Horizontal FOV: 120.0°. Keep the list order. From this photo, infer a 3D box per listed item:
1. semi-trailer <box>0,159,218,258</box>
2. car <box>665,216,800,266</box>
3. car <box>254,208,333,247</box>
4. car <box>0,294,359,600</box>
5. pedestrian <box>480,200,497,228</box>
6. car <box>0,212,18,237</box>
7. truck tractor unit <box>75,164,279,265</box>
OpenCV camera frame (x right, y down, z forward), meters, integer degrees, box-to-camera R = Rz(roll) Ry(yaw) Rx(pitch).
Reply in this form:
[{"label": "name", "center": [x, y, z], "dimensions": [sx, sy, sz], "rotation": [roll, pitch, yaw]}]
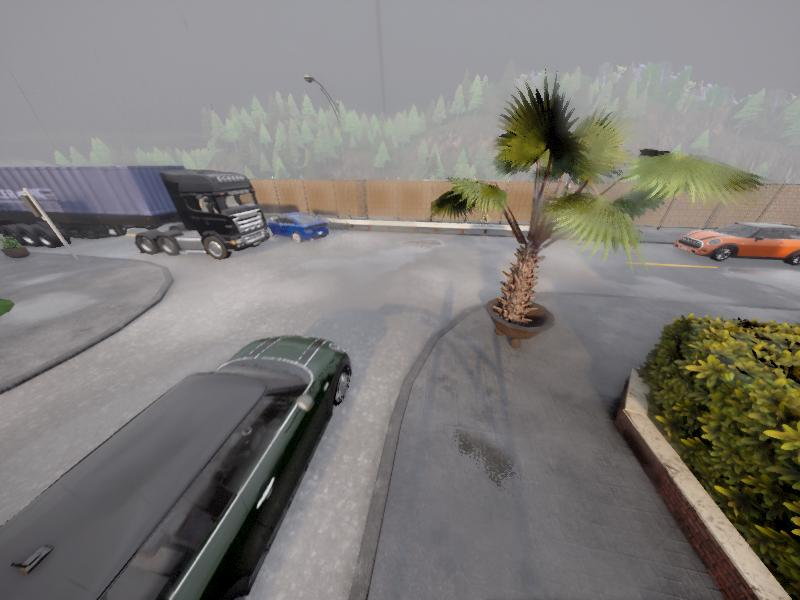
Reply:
[{"label": "semi-trailer", "center": [-18.537, -5.374, 13.098], "dimensions": [14.254, 4.402, 2.717], "rotation": [5, 30, 9]}, {"label": "car", "center": [17.471, -3.080, 11.753], "dimensions": [4.553, 1.767, 2.097], "rotation": [5, 30, 9]}, {"label": "car", "center": [-6.954, -4.869, 15.107], "dimensions": [5.008, 1.535, 1.882], "rotation": [17, 33, 27]}, {"label": "car", "center": [-2.385, 1.848, 3.218], "dimensions": [2.097, 1.767, 4.553], "rotation": [5, 30, 9]}, {"label": "pedestrian", "center": [6.596, -6.429, 17.231], "dimensions": [0.751, 1.860, 0.751], "rotation": [6, 30, 10]}, {"label": "car", "center": [-29.825, -5.163, 15.516], "dimensions": [5.238, 1.638, 1.930], "rotation": [6, 30, 8]}, {"label": "truck tractor unit", "center": [-10.736, -4.584, 11.973], "dimensions": [6.516, 4.208, 3.053], "rotation": [5, 30, 9]}]
